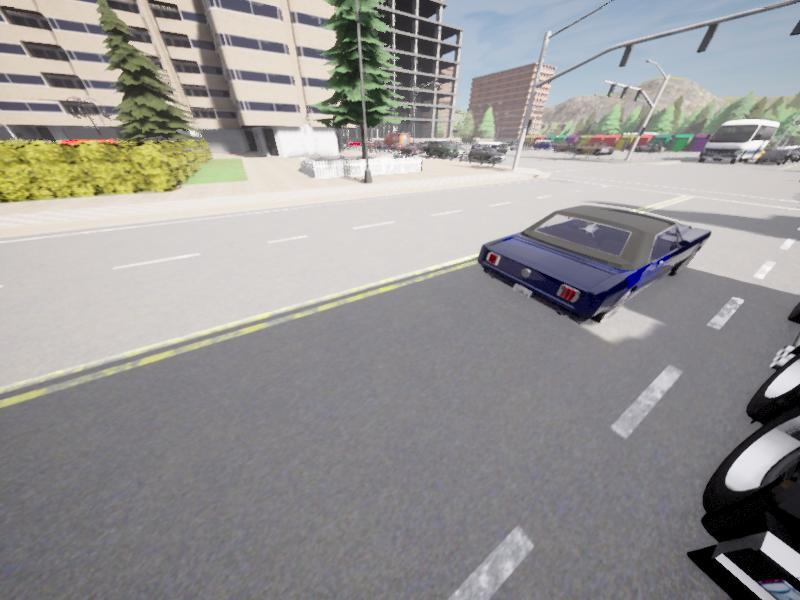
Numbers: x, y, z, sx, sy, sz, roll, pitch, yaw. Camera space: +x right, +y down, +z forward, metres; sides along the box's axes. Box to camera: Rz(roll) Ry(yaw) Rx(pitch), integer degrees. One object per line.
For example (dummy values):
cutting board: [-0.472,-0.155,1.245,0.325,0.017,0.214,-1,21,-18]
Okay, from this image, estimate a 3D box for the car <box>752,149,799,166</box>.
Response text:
car: [43.507,-16.580,26.762,4.892,1.490,1.837,-18,39,-24]

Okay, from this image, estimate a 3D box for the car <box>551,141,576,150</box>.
car: [41.889,-39.751,59.377,1.932,1.855,4.605,-18,39,-25]

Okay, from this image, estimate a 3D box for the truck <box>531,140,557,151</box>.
truck: [34.818,-37.456,55.873,2.069,2.038,4.478,-18,39,-25]

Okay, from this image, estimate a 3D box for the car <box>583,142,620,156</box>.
car: [33.791,-25.454,38.821,1.905,1.878,3.866,-18,39,-25]

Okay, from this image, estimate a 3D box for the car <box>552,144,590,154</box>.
car: [32.894,-29.231,44.639,2.033,1.415,5.357,-18,39,-25]

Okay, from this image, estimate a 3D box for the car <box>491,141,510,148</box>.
car: [29.511,-45.634,67.733,1.932,1.855,4.605,-18,39,-25]

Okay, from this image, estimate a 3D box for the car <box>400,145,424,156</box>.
car: [1.885,-25.327,39.070,1.812,1.442,4.674,-18,39,-25]

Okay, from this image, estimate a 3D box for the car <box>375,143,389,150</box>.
car: [-4.725,-39.666,59.638,1.970,1.475,3.806,-18,39,-25]

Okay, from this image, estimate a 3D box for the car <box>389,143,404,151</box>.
car: [-0.792,-35.861,54.132,1.970,1.475,3.806,-18,39,-25]

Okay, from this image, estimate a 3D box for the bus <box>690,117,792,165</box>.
bus: [41.727,-19.361,28.329,10.273,4.253,3.944,-18,39,-24]

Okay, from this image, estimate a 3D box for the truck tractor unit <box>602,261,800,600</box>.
truck tractor unit: [5.113,-0.296,0.798,6.516,4.208,3.053,-18,39,-25]

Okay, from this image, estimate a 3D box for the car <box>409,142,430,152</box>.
car: [4.308,-34.887,52.644,2.152,1.651,5.027,-18,39,-25]

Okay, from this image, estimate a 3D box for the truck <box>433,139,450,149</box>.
truck: [11.645,-44.005,65.109,2.069,2.038,4.478,-18,39,-25]

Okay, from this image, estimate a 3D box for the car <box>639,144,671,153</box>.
car: [53.234,-31.692,48.319,1.970,1.475,3.806,-18,39,-25]

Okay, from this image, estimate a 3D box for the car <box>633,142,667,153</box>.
car: [50.728,-31.068,46.989,1.905,1.878,3.866,-18,39,-25]

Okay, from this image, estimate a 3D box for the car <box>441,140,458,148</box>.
car: [14.111,-44.788,66.414,1.932,1.855,4.605,-18,39,-25]

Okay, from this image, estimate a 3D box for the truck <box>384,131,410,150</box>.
truck: [-0.877,-40.872,59.259,2.891,3.827,8.468,-18,39,-25]

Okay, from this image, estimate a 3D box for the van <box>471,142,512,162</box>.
van: [11.942,-19.702,30.549,2.069,2.038,4.480,-18,39,-25]

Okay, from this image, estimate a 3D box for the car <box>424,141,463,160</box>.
car: [6.061,-21.497,33.076,2.150,2.045,5.566,-18,39,-25]

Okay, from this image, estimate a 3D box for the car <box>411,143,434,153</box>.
car: [4.473,-30.788,46.748,1.930,1.638,5.238,-18,39,-25]

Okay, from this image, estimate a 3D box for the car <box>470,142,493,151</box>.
car: [19.233,-36.334,54.620,2.242,1.667,4.611,-18,39,-25]

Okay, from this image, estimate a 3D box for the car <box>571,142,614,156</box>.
car: [31.263,-24.658,37.657,1.932,1.855,4.605,-18,39,-25]

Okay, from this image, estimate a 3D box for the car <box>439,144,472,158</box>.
car: [8.439,-22.970,35.535,2.242,1.667,4.611,-19,39,-25]

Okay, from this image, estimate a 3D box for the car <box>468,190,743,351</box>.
car: [3.804,-0.999,4.317,4.718,1.301,1.895,-18,39,-25]

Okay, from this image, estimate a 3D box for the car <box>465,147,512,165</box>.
car: [10.283,-17.153,27.343,2.128,1.511,4.902,-18,39,-25]
